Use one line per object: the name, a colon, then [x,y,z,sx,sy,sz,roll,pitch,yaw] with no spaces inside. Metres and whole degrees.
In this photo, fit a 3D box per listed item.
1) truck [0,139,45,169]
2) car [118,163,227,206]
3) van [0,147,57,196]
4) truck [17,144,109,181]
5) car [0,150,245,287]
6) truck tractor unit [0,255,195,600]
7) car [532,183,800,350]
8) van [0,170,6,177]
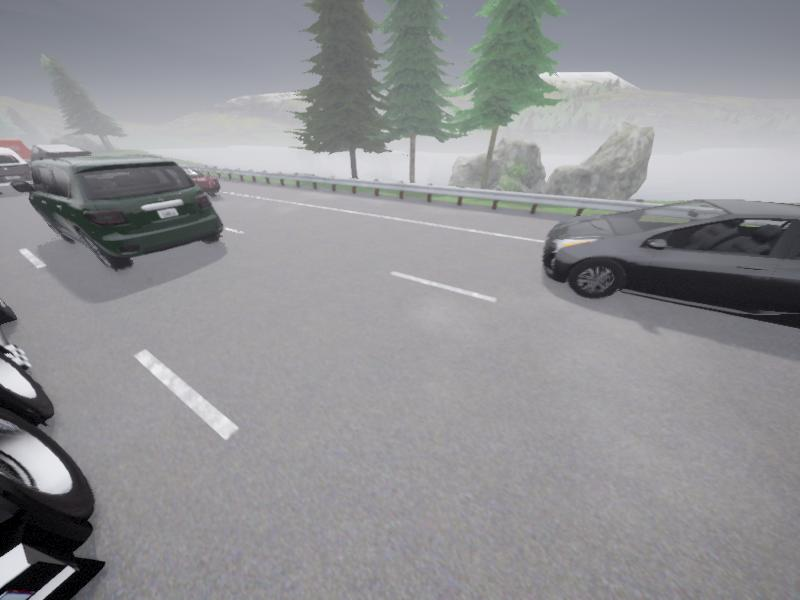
truck: [-42.818,-15.768,24.869,5.204,2.467,2.627,9,36,14]
car: [-10.867,-5.629,11.060,4.718,1.301,1.895,18,39,24]
van: [-21.929,-7.156,12.691,4.480,2.038,2.069,18,39,24]
truck: [-26.071,-10.787,17.898,6.274,2.098,2.390,18,39,24]
car: [-6.977,-2.412,5.748,5.566,2.045,2.150,18,39,24]
truck tractor unit: [-5.098,-0.312,0.803,6.516,4.208,3.053,19,39,25]
car: [4.925,-0.730,3.685,4.514,1.525,2.007,17,39,24]
van: [-34.301,-10.673,17.854,4.480,2.038,2.069,11,36,15]
